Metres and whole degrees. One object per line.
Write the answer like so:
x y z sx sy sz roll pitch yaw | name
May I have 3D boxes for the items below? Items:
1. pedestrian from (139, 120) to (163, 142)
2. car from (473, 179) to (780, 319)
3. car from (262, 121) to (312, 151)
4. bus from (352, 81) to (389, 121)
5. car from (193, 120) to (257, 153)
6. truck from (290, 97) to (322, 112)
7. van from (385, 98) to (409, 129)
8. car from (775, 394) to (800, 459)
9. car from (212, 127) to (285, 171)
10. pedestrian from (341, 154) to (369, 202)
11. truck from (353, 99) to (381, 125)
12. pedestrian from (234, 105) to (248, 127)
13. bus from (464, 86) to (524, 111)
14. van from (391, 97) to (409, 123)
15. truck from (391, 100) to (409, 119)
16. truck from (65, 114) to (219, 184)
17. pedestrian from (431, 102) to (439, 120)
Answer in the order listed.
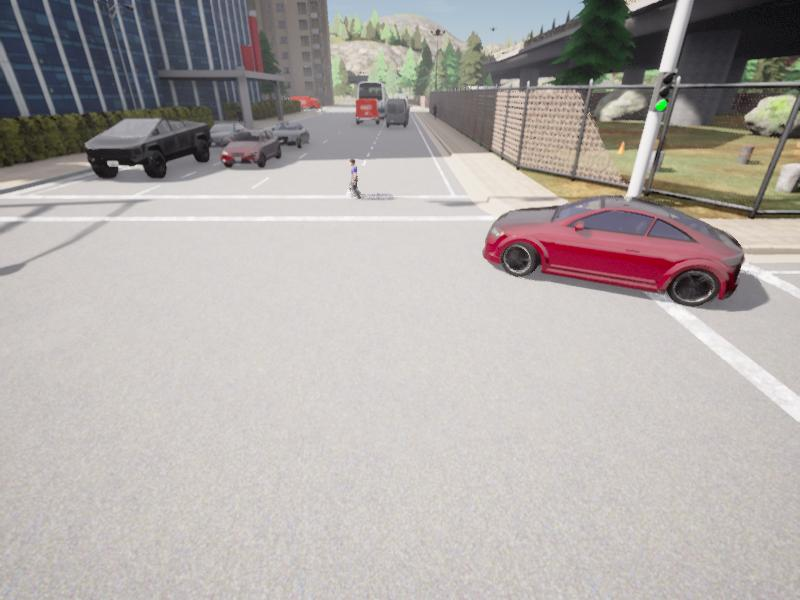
-16.074 -10.941 25.890 0.751 1.300 0.751 1 27 1 | pedestrian
3.727 -1.165 7.365 4.181 1.385 1.994 13 30 23 | car
-6.988 -10.420 25.204 1.994 1.385 4.181 0 27 -1 | car
-3.590 -25.793 51.841 3.944 4.253 10.273 0 27 0 | bus
-10.479 -10.027 24.355 1.812 1.442 4.674 0 27 0 | car
-17.446 -36.542 74.706 5.204 2.467 2.627 0 27 0 | truck
-0.240 -18.874 40.312 1.988 2.561 5.915 2 27 3 | van
6.049 1.125 2.617 4.611 1.667 2.242 0 27 0 | car
-6.981 -7.257 18.960 1.816 1.474 4.193 0 27 0 | car
-1.356 -3.770 12.350 0.751 1.300 0.751 -1 27 -2 | pedestrian
-3.472 -20.604 43.727 2.627 2.467 5.204 0 27 0 | truck
-15.188 -17.585 38.151 0.751 1.860 0.751 0 27 -1 | pedestrian
17.944 -38.950 77.466 10.273 4.253 3.944 0 27 0 | bus
0.033 -22.715 47.752 1.988 2.561 5.915 0 27 0 | van
0.032 -26.381 55.333 2.390 2.098 6.274 0 27 0 | truck
-10.483 -6.712 17.221 2.390 2.098 6.274 0 27 0 | truck
4.254 -22.924 48.516 0.751 1.860 0.751 -1 27 -3 | pedestrian
